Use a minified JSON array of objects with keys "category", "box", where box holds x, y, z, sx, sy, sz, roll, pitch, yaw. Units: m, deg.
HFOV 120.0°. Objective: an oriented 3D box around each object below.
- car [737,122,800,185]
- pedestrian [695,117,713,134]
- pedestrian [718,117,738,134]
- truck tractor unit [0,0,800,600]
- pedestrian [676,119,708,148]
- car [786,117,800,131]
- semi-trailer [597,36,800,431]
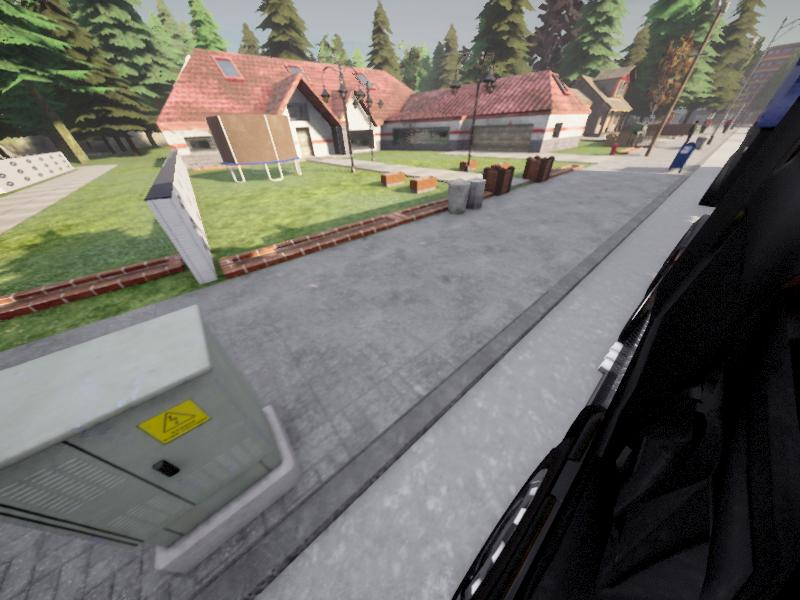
[{"category":"car","box":[16.289,-5.982,9.357,4.605,1.855,1.932,-21,41,-27]},{"category":"pedestrian","box":[42.446,-24.283,32.254,0.751,1.860,0.751,-28,44,-30]},{"category":"pedestrian","box":[44.015,-23.438,31.031,0.751,1.860,0.751,-26,43,-28]},{"category":"truck tractor unit","box":[2.645,-0.295,0.351,6.516,4.208,3.053,-28,44,-30]},{"category":"pedestrian","box":[23.266,-13.273,18.455,0.751,1.860,0.751,22,43,29]},{"category":"car","box":[59.978,-26.160,34.251,4.856,1.649,2.033,-28,43,-30]},{"category":"semi-trailer","box":[8.724,-3.569,4.227,14.254,4.402,2.717,-28,43,-30]}]
